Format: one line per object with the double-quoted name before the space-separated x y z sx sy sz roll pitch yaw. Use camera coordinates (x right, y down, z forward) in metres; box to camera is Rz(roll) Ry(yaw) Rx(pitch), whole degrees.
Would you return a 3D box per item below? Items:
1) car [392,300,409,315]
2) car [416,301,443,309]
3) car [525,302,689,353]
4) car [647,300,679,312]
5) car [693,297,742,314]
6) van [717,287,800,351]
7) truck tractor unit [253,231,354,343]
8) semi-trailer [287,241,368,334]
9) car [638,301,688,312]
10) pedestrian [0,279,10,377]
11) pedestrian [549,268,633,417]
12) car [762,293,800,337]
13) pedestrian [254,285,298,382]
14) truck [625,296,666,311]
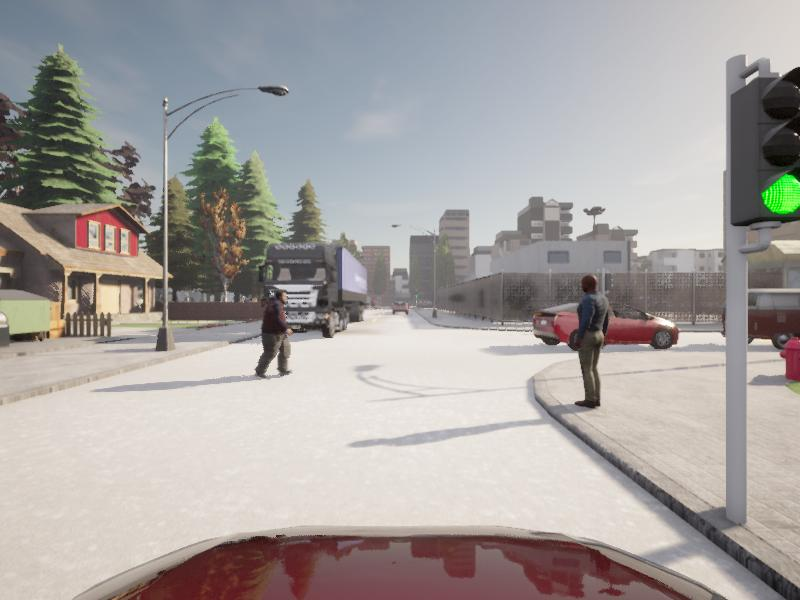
"car" 0.025 0.787 44.111 1.851 1.617 3.988 0 0 0
"car" 5.262 0.867 71.036 4.674 1.442 1.812 0 0 0
"car" 6.749 0.827 13.266 4.514 1.525 2.007 0 0 -9
"car" 34.716 0.744 52.963 1.789 1.547 3.705 0 0 0
"car" 34.361 0.584 43.394 3.866 1.878 1.905 0 0 0
"van" 13.581 0.598 13.442 4.442 1.987 1.775 0 0 -1
"truck tractor unit" -3.998 -0.501 18.253 3.053 4.208 6.516 0 0 0
"semi-trailer" -4.000 -0.620 26.173 2.717 4.402 14.254 0 0 0
"car" 34.876 0.816 53.190 5.357 1.415 2.033 0 0 0
"pedestrian" -7.914 0.533 7.385 0.751 1.860 0.751 0 0 -14
"pedestrian" 2.626 0.534 5.528 0.751 1.860 0.751 0 0 -29
"car" 18.933 0.655 17.346 4.605 1.855 1.932 1 0 2
"pedestrian" -2.468 0.637 8.039 0.751 1.860 0.751 0 0 -10
"truck" 35.040 0.504 57.151 4.478 2.038 2.069 0 0 0
